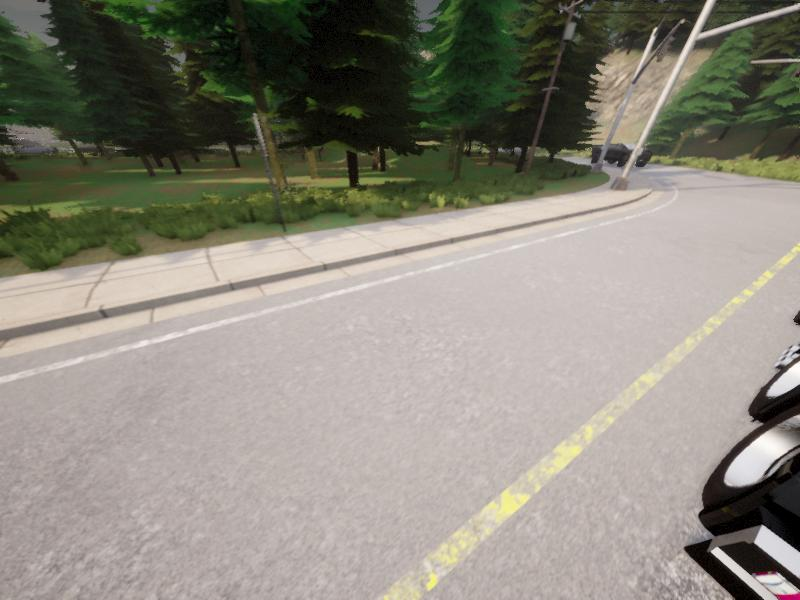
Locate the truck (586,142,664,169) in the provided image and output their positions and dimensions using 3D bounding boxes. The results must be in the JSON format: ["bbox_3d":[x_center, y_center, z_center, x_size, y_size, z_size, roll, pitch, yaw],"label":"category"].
[{"bbox_3d":[23.684,-15.687,24.886,2.390,2.098,6.274,1,35,1],"label":"truck"}]

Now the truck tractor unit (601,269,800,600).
[{"bbox_3d":[5.121,-0.291,0.768,6.516,4.208,3.053,-18,39,-24],"label":"truck tractor unit"}]
